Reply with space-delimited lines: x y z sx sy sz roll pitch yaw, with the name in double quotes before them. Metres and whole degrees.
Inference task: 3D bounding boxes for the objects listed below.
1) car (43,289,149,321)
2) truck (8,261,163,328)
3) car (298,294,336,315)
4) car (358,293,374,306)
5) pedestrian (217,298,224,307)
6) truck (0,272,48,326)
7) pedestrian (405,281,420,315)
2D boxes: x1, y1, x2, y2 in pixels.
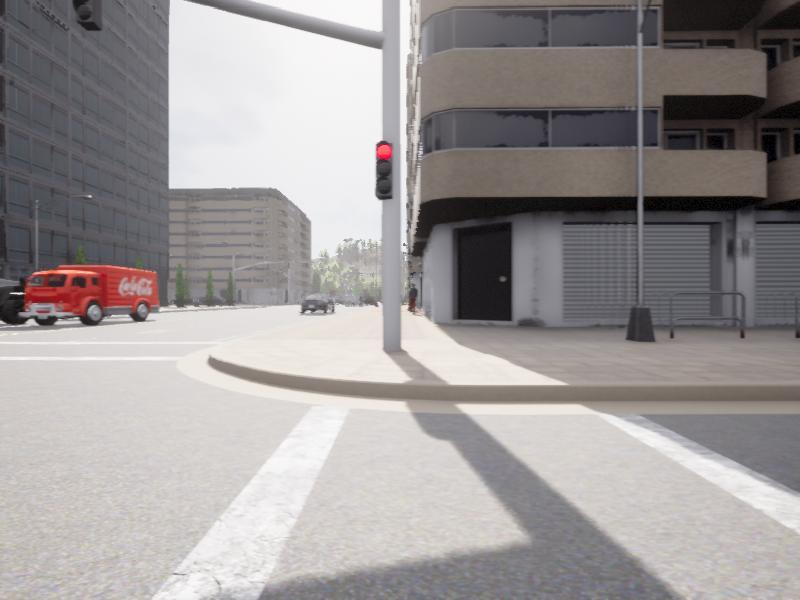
"car" -16.625 0.238 22.351 1.801 1.575 5.366 0 0 1
"truck" -13.214 -0.215 17.425 2.627 2.467 5.204 0 0 0
"car" -6.096 0.283 29.910 1.812 1.442 4.674 0 0 1
"car" -5.742 -0.052 67.324 2.150 2.045 5.566 0 0 1
"pedestrian" -20.895 0.310 46.537 0.500 1.100 0.500 0 0 13
"truck" -16.755 -0.021 14.518 2.390 2.098 6.274 0 0 1
"pedestrian" 0.717 -0.117 22.407 0.751 1.860 0.751 0 0 -4
